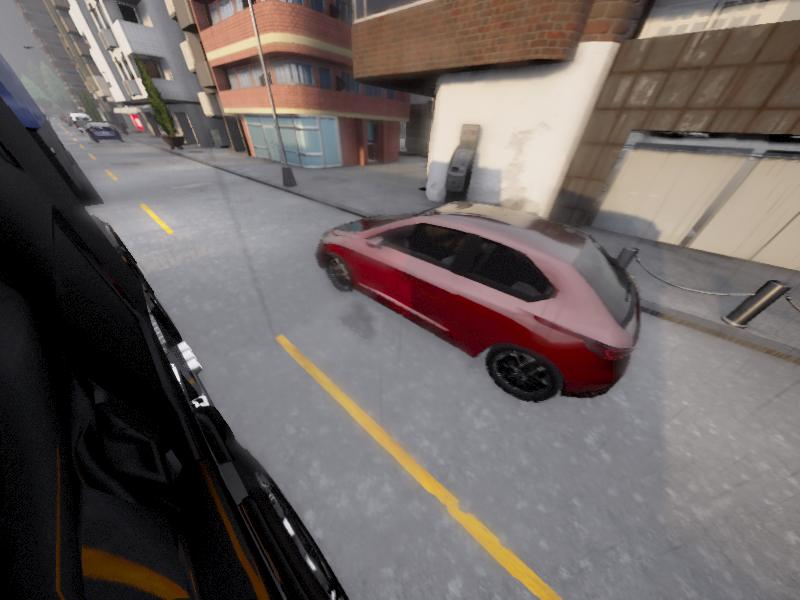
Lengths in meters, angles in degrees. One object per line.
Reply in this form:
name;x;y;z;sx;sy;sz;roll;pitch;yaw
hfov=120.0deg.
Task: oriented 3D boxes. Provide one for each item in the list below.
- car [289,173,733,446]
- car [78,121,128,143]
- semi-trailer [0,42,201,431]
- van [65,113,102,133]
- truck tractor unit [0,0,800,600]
car;0.610;-0.558;3.204;4.193;1.474;1.816;28;44;30
car;-28.598;-16.142;22.207;4.792;1.488;2.163;28;44;30
semi-trailer;-8.697;-3.606;4.230;14.254;4.402;2.717;28;44;30
van;-43.213;-24.169;31.557;4.480;2.038;2.069;28;44;30
truck tractor unit;-2.645;-0.295;0.351;6.516;4.208;3.053;28;44;30
